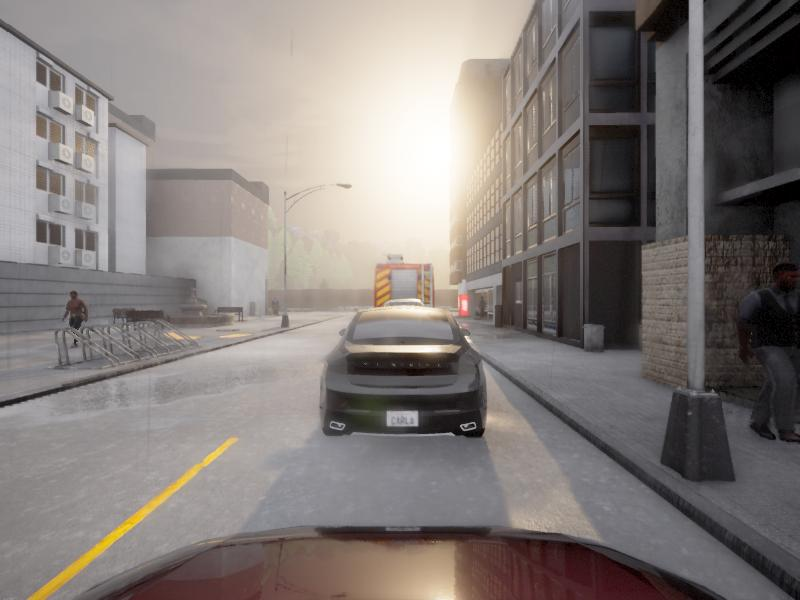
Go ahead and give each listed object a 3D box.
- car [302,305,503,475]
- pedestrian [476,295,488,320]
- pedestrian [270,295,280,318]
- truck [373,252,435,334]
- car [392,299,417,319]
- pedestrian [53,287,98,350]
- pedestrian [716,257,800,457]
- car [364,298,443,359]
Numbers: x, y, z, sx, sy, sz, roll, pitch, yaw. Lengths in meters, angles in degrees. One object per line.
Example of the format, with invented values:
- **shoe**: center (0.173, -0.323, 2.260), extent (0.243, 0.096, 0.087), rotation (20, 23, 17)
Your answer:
- **car**: center (0.063, 0.845, 6.103), extent (1.837, 1.490, 4.892), rotation (0, 0, 1)
- **pedestrian**: center (6.114, 0.533, 29.838), extent (0.751, 1.860, 0.751), rotation (0, 0, 1)
- **pedestrian**: center (-10.564, 0.547, 33.899), extent (0.751, 1.860, 0.751), rotation (0, 0, -10)
- **truck**: center (0.259, -0.319, 22.869), extent (2.891, 3.827, 8.468), rotation (0, 0, 1)
- **car**: center (0.404, 0.778, 35.630), extent (2.033, 1.649, 4.856), rotation (0, 0, 1)
- **pedestrian**: center (-9.866, 0.534, 12.185), extent (0.751, 1.860, 0.751), rotation (0, 0, 0)
- **pedestrian**: center (3.873, 0.533, 4.077), extent (0.751, 1.860, 0.751), rotation (0, 0, 10)
- **car**: center (0.140, 0.781, 13.363), extent (2.152, 1.651, 5.027), rotation (0, 0, 1)
